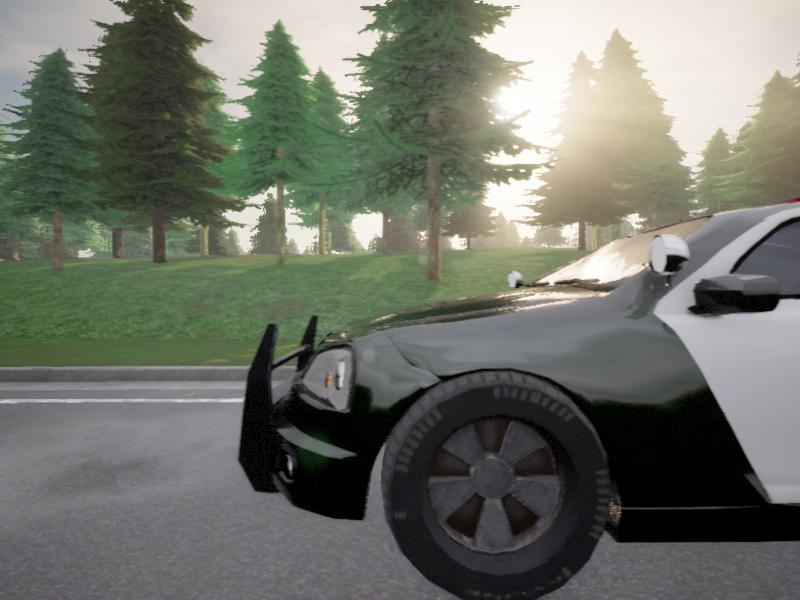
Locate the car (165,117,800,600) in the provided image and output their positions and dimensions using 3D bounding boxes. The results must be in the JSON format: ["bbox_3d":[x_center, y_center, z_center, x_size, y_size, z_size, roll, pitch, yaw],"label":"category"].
[{"bbox_3d":[1.775,0.225,2.236,4.974,1.542,2.038,0,0,-1],"label":"car"}]
